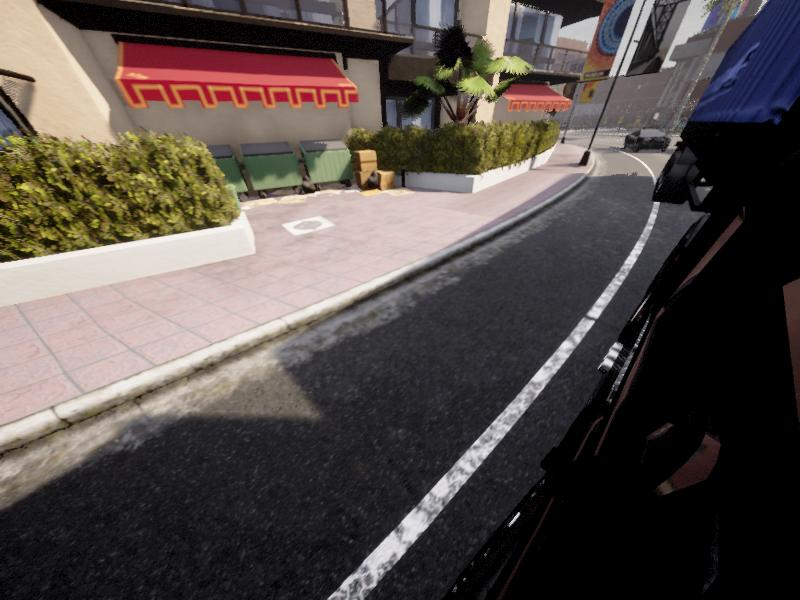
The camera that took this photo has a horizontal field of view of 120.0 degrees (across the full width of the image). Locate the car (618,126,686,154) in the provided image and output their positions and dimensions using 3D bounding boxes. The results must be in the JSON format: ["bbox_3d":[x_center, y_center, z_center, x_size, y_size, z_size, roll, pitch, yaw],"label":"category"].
[{"bbox_3d":[20.210,-13.147,18.894,1.930,1.638,5.238,13,39,19],"label":"car"}]

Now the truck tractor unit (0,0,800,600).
[{"bbox_3d":[2.645,-0.295,0.351,6.516,4.208,3.053,-28,44,-30],"label":"truck tractor unit"}]

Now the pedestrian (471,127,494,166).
[{"bbox_3d":[4.846,-9.026,13.638,0.751,1.860,0.751,25,44,31],"label":"pedestrian"}]

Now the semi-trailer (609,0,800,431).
[{"bbox_3d":[8.158,-3.902,4.726,2.717,4.402,14.254,28,46,33],"label":"semi-trailer"}]

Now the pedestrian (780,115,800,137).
[{"bbox_3d":[41.370,-18.118,24.045,0.751,1.860,0.751,1,37,5],"label":"pedestrian"}]
